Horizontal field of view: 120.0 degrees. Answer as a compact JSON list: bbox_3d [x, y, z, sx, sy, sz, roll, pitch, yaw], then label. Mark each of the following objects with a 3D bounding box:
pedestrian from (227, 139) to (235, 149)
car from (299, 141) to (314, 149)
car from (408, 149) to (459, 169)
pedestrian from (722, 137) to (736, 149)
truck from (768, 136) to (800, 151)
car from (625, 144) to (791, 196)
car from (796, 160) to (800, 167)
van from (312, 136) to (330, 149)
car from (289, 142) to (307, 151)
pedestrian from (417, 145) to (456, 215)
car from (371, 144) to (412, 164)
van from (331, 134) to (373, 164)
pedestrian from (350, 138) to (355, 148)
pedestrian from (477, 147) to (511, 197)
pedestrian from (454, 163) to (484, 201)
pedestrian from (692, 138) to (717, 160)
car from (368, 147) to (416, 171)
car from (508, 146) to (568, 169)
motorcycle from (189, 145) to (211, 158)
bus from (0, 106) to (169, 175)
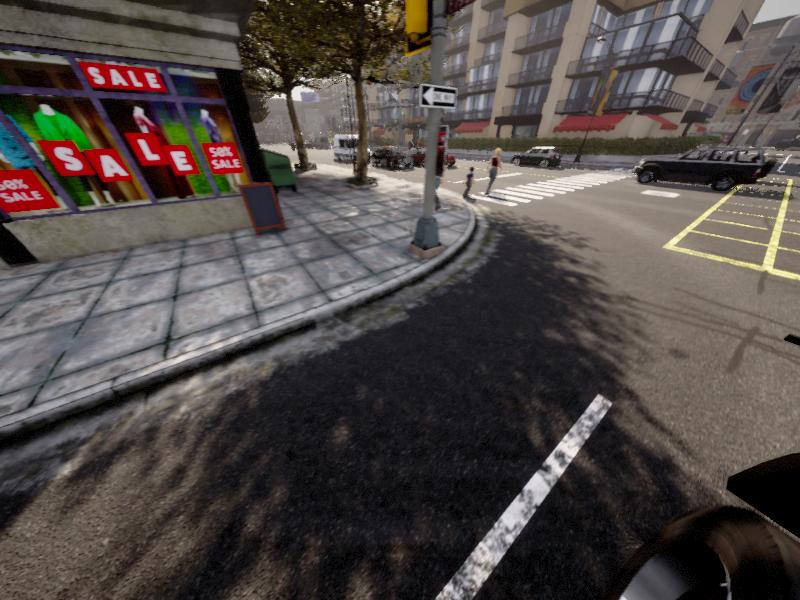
[{"bbox_3d":[-38.037,-34.958,51.870,0.751,1.860,0.751,-26,43,-32],"label":"pedestrian"},{"bbox_3d":[-22.545,-37.287,55.671,1.837,1.490,4.892,-22,41,-28],"label":"car"},{"bbox_3d":[2.945,-13.078,21.305,1.895,1.301,4.718,-22,41,-28],"label":"car"},{"bbox_3d":[67.191,-32.043,47.152,0.751,1.860,0.751,-21,40,-27],"label":"pedestrian"},{"bbox_3d":[69.942,-26.983,39.786,2.390,2.098,6.274,-12,37,-16],"label":"truck"},{"bbox_3d":[15.241,-6.848,11.864,1.932,1.855,4.605,-22,41,-28],"label":"car"},{"bbox_3d":[36.589,-12.329,19.887,5.357,1.411,2.033,-22,41,-28],"label":"car"},{"bbox_3d":[-19.516,-38.752,56.812,1.988,2.561,5.915,-22,41,-28],"label":"van"},{"bbox_3d":[-22.350,-33.645,50.490,2.128,1.511,4.902,-22,41,-28],"label":"car"},{"bbox_3d":[1.124,-3.800,7.366,0.751,1.860,0.751,-25,42,-30],"label":"pedestrian"},{"bbox_3d":[-1.045,-16.422,25.833,1.801,1.575,5.366,-22,41,-28],"label":"car"},{"bbox_3d":[-5.403,-16.849,25.644,1.988,2.561,5.915,-22,41,-28],"label":"van"},{"bbox_3d":[-11.570,-38.414,56.559,0.751,1.860,0.751,-20,40,-26],"label":"pedestrian"},{"bbox_3d":[4.185,-5.758,10.382,0.751,1.860,0.751,-20,40,-26],"label":"pedestrian"},{"bbox_3d":[2.917,-5.073,9.908,0.751,1.300,0.751,-18,39,-23],"label":"pedestrian"},{"bbox_3d":[31.719,-15.762,24.084,0.751,1.860,0.751,-23,41,-28],"label":"pedestrian"},{"bbox_3d":[-0.821,-12.718,20.653,1.837,1.490,4.892,-22,41,-28],"label":"car"},{"bbox_3d":[12.118,-12.701,20.540,1.970,1.475,3.806,-22,41,-28],"label":"car"},{"bbox_3d":[-27.109,-20.130,31.333,2.356,1.277,0.764,15,48,20],"label":"motorcycle"},{"bbox_3d":[-28.259,-13.972,20.260,10.273,4.253,3.944,-22,41,-28],"label":"bus"}]
